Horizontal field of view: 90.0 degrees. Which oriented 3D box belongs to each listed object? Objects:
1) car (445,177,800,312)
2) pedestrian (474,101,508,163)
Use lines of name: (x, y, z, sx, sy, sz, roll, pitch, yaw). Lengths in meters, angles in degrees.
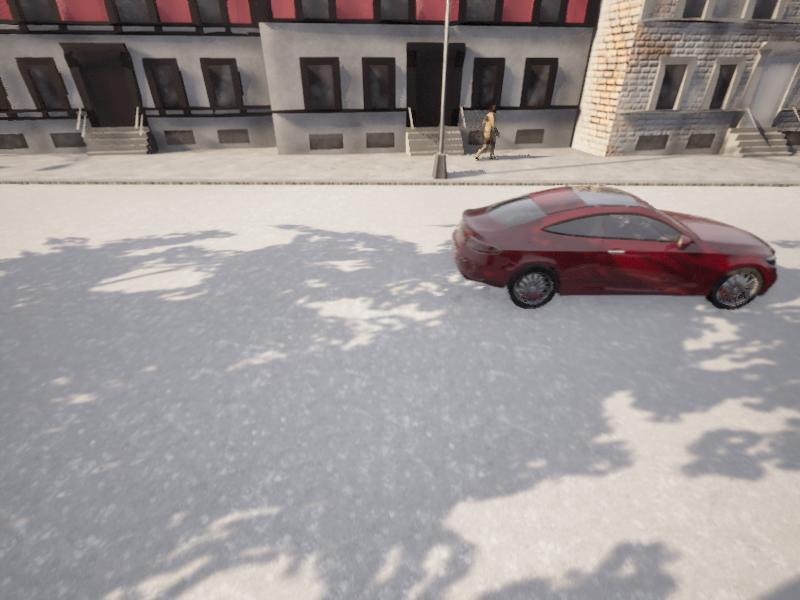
car: (3.154, -0.928, 6.158, 4.674, 1.442, 1.812, 0, 30, 0)
pedestrian: (3.098, -5.763, 13.755, 0.751, 1.860, 0.751, -4, 31, -7)
